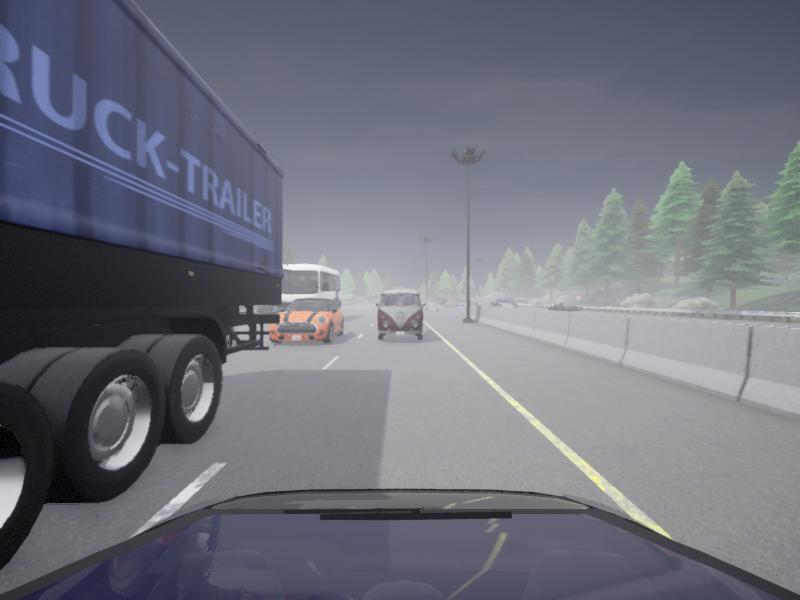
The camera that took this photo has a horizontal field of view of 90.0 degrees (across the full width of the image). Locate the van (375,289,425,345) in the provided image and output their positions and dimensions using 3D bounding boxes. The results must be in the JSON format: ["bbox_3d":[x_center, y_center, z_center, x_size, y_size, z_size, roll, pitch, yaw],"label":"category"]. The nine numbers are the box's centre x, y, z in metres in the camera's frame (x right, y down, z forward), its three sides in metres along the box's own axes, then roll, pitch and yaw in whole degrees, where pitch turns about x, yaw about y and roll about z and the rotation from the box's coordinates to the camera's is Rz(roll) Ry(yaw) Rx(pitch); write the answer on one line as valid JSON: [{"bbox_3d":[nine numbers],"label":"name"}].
[{"bbox_3d":[0.014,0.588,16.389,1.775,1.987,4.442,0,0,0],"label":"van"}]

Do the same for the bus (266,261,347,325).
[{"bbox_3d":[-6.880,-0.559,31.716,3.944,4.253,10.273,0,1,0],"label":"bus"}]

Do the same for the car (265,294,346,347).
[{"bbox_3d":[-3.488,0.685,15.723,2.097,1.767,4.553,0,0,0],"label":"car"}]

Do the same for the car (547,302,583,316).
[{"bbox_3d":[17.532,0.923,42.688,1.895,1.301,4.718,0,0,0],"label":"car"}]

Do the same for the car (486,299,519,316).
[{"bbox_3d":[10.530,0.760,41.527,2.152,1.651,5.027,0,0,0],"label":"car"}]

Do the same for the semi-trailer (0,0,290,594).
[{"bbox_3d":[-3.508,-0.620,0.659,2.717,4.402,14.254,0,0,0],"label":"semi-trailer"}]

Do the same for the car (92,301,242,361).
[{"bbox_3d":[-6.989,0.816,12.805,1.882,1.535,5.008,0,0,0],"label":"car"}]
